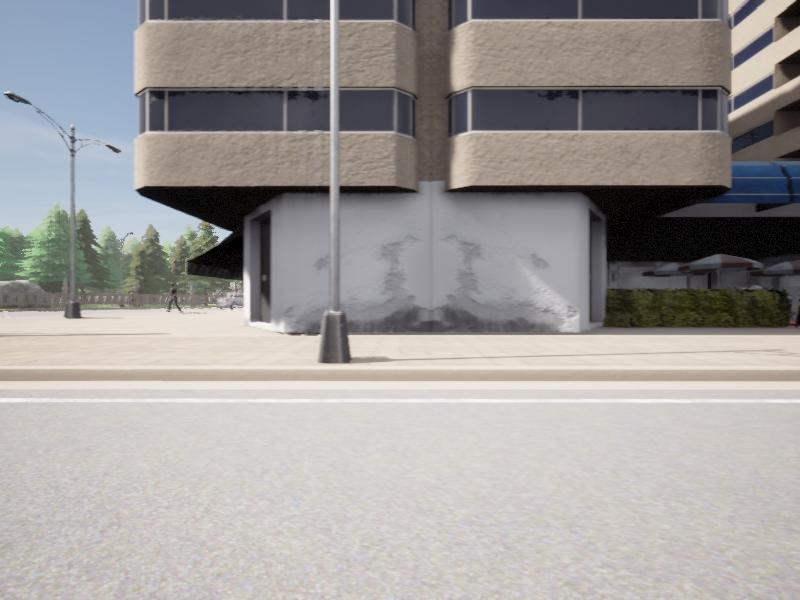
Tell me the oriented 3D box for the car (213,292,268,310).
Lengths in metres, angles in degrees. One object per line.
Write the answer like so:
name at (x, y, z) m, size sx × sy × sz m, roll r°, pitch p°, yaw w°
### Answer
car at (-15.983, 0.102, 40.319) m, size 2.242 × 1.667 × 4.611 m, roll 0°, pitch 0°, yaw 37°

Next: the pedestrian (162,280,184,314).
pedestrian at (-13.006, -0.170, 22.923) m, size 0.751 × 1.860 × 0.751 m, roll 0°, pitch 0°, yaw 19°

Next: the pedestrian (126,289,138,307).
pedestrian at (-27.601, -0.169, 41.173) m, size 0.751 × 1.860 × 0.751 m, roll 0°, pitch 0°, yaw 28°
